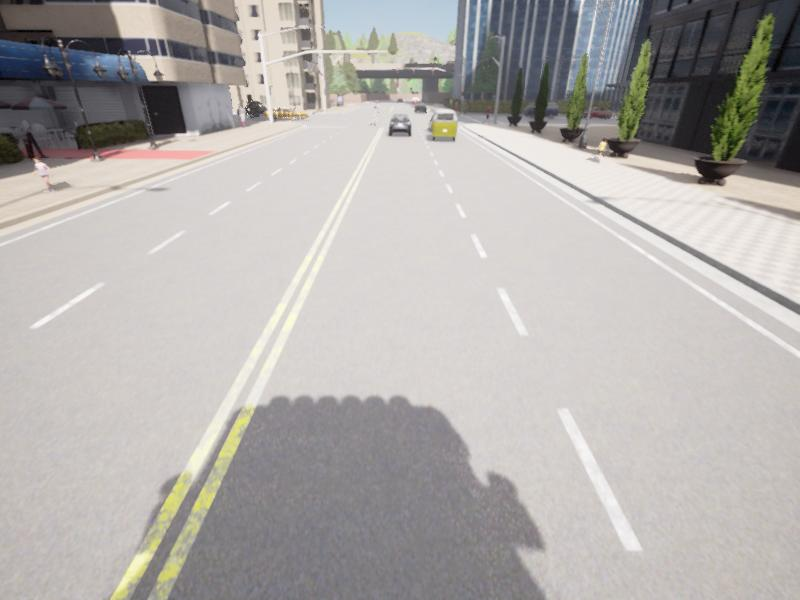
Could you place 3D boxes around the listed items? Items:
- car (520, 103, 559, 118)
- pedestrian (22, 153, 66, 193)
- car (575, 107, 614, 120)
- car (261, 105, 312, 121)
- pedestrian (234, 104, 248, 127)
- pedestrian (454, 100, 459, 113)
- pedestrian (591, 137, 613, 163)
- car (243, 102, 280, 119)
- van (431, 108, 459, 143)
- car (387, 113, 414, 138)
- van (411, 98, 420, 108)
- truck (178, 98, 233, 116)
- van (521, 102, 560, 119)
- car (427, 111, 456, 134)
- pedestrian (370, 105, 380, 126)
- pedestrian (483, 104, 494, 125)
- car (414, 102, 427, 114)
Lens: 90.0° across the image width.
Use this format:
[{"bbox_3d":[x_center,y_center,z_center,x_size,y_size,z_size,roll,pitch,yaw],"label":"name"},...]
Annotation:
[{"bbox_3d":[19.998,-27.264,57.439,4.605,1.855,1.932,0,27,-1],"label":"car"},{"bbox_3d":[-11.035,-3.941,12.430,0.500,1.100,0.500,1,27,0],"label":"pedestrian"},{"bbox_3d":[26.494,-25.463,54.499,4.193,1.474,1.816,0,27,-1],"label":"car"},{"bbox_3d":[-13.340,-22.068,47.228,5.366,1.575,1.801,5,28,8],"label":"car"},{"bbox_3d":[-14.151,-16.445,35.679,0.751,1.860,0.751,-16,32,-29],"label":"pedestrian"},{"bbox_3d":[9.167,-31.346,64.785,0.751,1.860,0.751,5,28,8],"label":"pedestrian"},{"bbox_3d":[9.373,-6.974,18.591,0.500,1.100,0.500,0,27,-1],"label":"pedestrian"},{"bbox_3d":[-17.524,-24.114,50.780,3.866,1.878,1.905,0,27,-1],"label":"car"},{"bbox_3d":[3.199,-12.787,29.133,1.775,1.987,4.442,2,27,3],"label":"van"},{"bbox_3d":[0.021,-14.086,32.092,2.007,1.525,4.514,0,27,0],"label":"car"},{"bbox_3d":[3.554,-45.469,92.143,2.069,2.038,4.480,0,27,0],"label":"van"},{"bbox_3d":[-27.478,-27.414,56.765,6.274,2.098,2.390,0,27,-1],"label":"truck"},{"bbox_3d":[19.011,-25.703,54.294,4.442,1.987,1.775,0,27,-1],"label":"van"},{"bbox_3d":[3.523,-15.433,34.743,2.007,1.525,4.514,0,27,0],"label":"car"},{"bbox_3d":[-2.524,-18.642,40.427,0.751,1.860,0.751,-6,28,-13],"label":"pedestrian"},{"bbox_3d":[8.981,-18.885,40.740,0.751,1.860,0.751,0,27,0],"label":"pedestrian"},{"bbox_3d":[3.464,-32.654,67.844,1.930,1.638,5.238,0,27,0],"label":"car"}]
